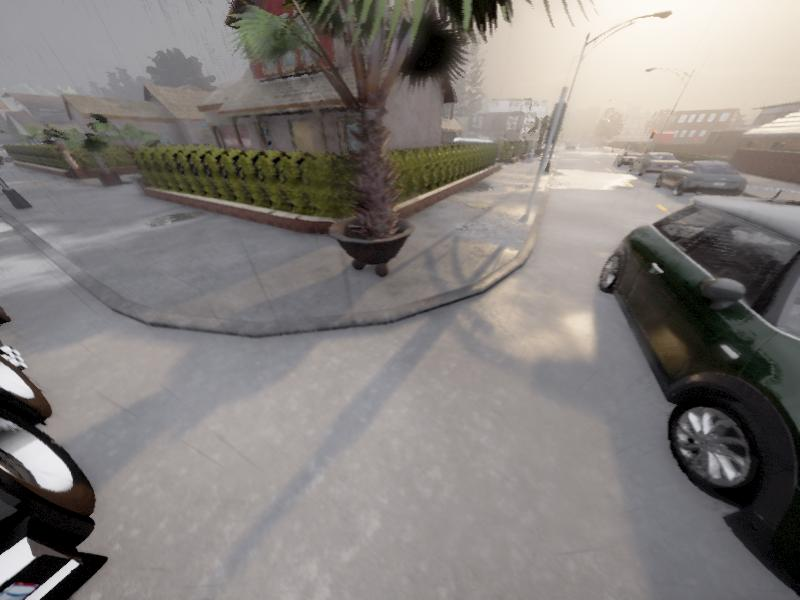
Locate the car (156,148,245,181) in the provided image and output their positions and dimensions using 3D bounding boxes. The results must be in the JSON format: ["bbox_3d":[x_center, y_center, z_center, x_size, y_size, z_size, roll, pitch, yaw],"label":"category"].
[{"bbox_3d":[-12.687,-8.882,15.005,1.845,1.501,3.633,16,38,22],"label":"car"}]

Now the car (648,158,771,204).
[{"bbox_3d":[14.424,-5.945,11.218,1.994,1.385,4.181,16,38,22],"label":"car"}]

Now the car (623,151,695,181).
[{"bbox_3d":[18.419,-9.875,16.807,2.033,1.411,5.357,18,39,24],"label":"car"}]

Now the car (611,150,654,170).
[{"bbox_3d":[21.777,-13.359,21.868,1.895,1.301,4.718,19,39,25],"label":"car"}]

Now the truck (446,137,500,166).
[{"bbox_3d":[7.207,-14.918,23.109,4.478,2.038,2.069,20,40,23],"label":"truck"}]

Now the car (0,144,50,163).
[{"bbox_3d":[-52.451,-19.699,31.008,2.150,2.045,5.566,22,40,29],"label":"car"}]

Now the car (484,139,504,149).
[{"bbox_3d":[22.150,-36.685,54.308,3.866,1.878,1.905,-15,37,-20],"label":"car"}]

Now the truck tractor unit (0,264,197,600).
[{"bbox_3d":[-5.112,-0.298,0.783,6.516,4.208,3.053,18,39,24],"label":"truck tractor unit"}]

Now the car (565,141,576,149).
[{"bbox_3d":[43.976,-40.005,59.652,1.930,1.638,5.238,18,39,24],"label":"car"}]

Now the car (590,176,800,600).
[{"bbox_3d":[3.857,0.174,2.149,2.097,1.767,4.553,15,38,21],"label":"car"}]
